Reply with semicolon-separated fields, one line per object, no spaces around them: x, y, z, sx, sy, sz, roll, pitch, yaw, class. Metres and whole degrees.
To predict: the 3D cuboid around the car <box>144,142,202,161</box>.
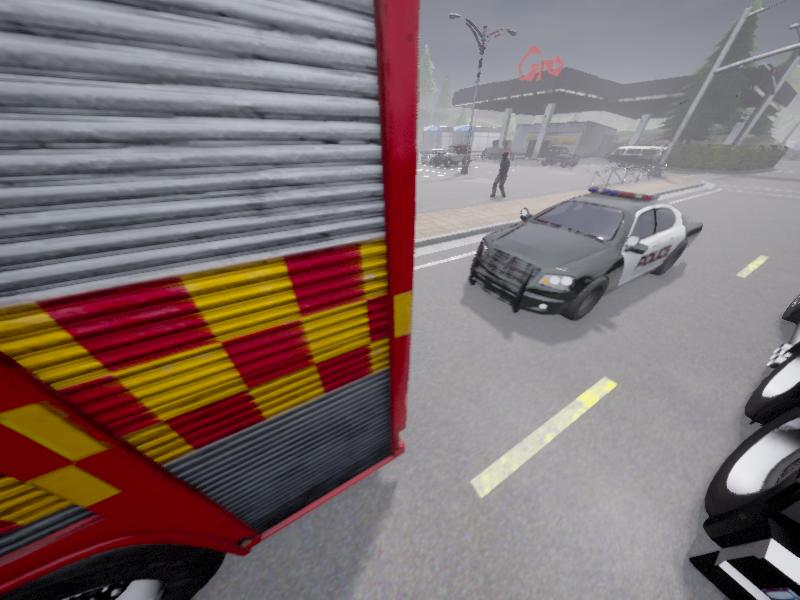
-27.822;-18.434;28.586;4.605;1.855;1.932;-18;39;-24;car

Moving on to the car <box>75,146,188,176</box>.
-19.839;-10.631;17.538;5.027;1.636;2.152;-18;39;-24;car

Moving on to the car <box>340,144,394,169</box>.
-3.118;-13.869;22.224;4.605;1.855;1.932;-18;39;-24;car

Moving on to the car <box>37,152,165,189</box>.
-16.441;-7.439;13.115;3.806;1.475;1.970;-18;39;-24;car

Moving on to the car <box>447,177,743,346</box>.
3.605;-1.195;4.407;4.974;1.542;2.038;-17;39;-23;car

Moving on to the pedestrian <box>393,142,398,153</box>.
-0.994;-31.573;47.757;0.751;1.860;0.751;-17;39;-24;pedestrian

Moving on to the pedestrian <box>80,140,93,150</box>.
-67.728;-33.440;49.879;0.751;1.860;0.751;-17;38;-23;pedestrian

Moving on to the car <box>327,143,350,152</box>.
-13.971;-34.727;52.531;4.514;1.523;2.007;-18;39;-24;car

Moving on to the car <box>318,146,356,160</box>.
-8.544;-20.142;31.546;4.514;1.523;2.007;-18;39;-24;car

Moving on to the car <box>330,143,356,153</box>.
-12.402;-33.176;50.300;5.027;1.636;2.152;-18;39;-24;car

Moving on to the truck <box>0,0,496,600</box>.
-4.200;0.293;0.200;8.468;3.827;2.891;-17;39;-24;truck

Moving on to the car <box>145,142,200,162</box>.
-26.051;-17.107;26.658;3.866;1.878;1.905;-18;39;-24;car

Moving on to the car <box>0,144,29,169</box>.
-39.089;-13.731;22.071;1.905;1.878;3.866;-17;39;-24;car

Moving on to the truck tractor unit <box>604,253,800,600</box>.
5.091;-0.320;0.810;6.516;4.208;3.053;-19;39;-25;truck tractor unit

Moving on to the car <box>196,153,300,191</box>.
-8.500;-7.481;13.355;4.514;1.523;2.007;-18;39;-24;car

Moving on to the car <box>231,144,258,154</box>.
-28.791;-28.090;42.955;3.806;1.475;1.970;-18;39;-24;car

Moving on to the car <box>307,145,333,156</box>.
-13.359;-25.145;38.733;3.633;1.501;1.845;-18;39;-24;car
